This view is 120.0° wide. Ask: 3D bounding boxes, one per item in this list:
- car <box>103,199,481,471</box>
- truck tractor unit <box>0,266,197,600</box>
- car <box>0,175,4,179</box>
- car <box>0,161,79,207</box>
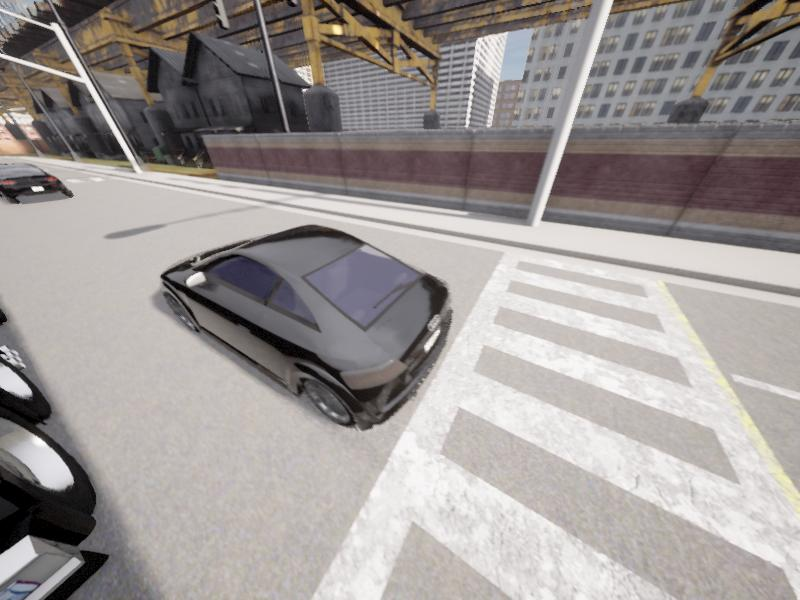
[{"bbox_3d":[-1.405,-0.221,3.125,4.181,1.385,1.994,18,39,25],"label":"car"},{"bbox_3d":[-5.113,-0.298,0.773,6.516,4.208,3.053,18,39,24],"label":"truck tractor unit"},{"bbox_3d":[-31.675,-9.333,16.186,4.611,1.667,2.242,10,36,14],"label":"car"},{"bbox_3d":[-17.904,-5.668,11.009,4.674,1.442,1.812,18,39,24],"label":"car"}]
